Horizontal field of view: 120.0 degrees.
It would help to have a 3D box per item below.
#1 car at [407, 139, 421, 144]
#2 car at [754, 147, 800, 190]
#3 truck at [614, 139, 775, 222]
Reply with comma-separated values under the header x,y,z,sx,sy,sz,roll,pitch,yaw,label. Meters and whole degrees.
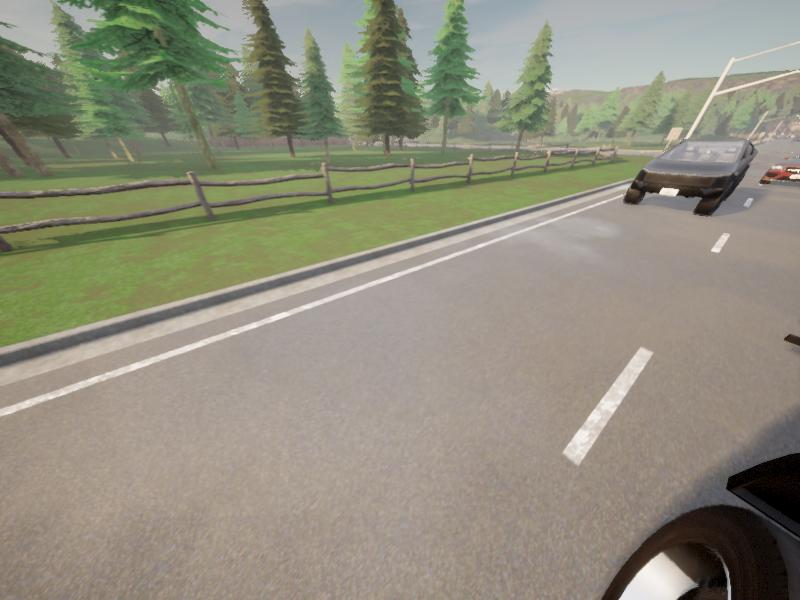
x,y,z,sx,sy,sz,roll,pitch,yaw,label
5.327,-61.029,89.138,4.902,1.511,2.128,14,38,20,car
22.008,-7.066,12.289,5.027,1.651,2.152,-17,39,-22,car
11.507,-4.957,8.994,6.274,2.098,2.390,-23,41,-28,truck
